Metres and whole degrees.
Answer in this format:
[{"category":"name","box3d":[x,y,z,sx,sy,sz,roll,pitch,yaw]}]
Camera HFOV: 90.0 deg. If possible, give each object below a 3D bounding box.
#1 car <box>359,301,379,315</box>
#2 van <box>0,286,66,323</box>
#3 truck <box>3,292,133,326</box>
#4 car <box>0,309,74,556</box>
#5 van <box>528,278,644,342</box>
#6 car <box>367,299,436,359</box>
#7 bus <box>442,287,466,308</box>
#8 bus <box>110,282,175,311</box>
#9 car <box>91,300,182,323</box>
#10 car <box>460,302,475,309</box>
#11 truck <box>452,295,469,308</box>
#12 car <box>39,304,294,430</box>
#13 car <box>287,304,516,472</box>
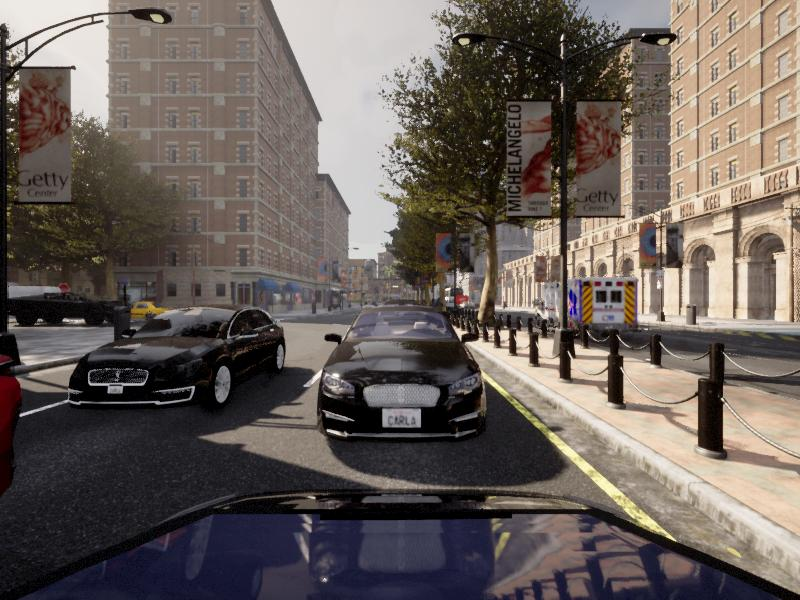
[{"category":"car","box3d":[-3.351,0.827,44.086,1.845,1.501,3.633,0,0,0]},{"category":"van","box3d":[-27.936,0.323,28.906,5.915,2.561,1.988,0,0,-1]},{"category":"truck","box3d":[-20.892,0.542,25.433,6.274,2.098,2.390,0,0,-1]},{"category":"car","box3d":[-3.495,0.828,0.791,2.007,1.525,4.514,0,0,0]},{"category":"van","box3d":[8.065,0.378,18.326,2.351,2.431,6.366,0,0,0]},{"category":"car","box3d":[0.043,0.788,12.806,1.851,1.617,3.988,0,0,0]},{"category":"bus","box3d":[11.676,-0.538,88.180,3.944,4.253,10.273,0,0,0]},{"category":"bus","box3d":[-41.459,-0.538,65.045,3.944,4.253,10.273,0,0,0]},{"category":"car","box3d":[-18.995,0.802,29.052,5.366,1.575,1.801,0,0,-2]},{"category":"car","box3d":[11.736,0.942,70.013,1.895,1.301,4.718,0,0,0]},{"category":"truck","box3d":[11.763,0.355,78.047,2.627,2.467,5.204,0,0,0]},{"category":"car","box3d":[-3.503,0.845,7.333,1.837,1.490,4.892,0,0,0]},{"category":"car","box3d":[0.023,0.836,6.166,2.128,1.511,4.902,0,0,0]}]
